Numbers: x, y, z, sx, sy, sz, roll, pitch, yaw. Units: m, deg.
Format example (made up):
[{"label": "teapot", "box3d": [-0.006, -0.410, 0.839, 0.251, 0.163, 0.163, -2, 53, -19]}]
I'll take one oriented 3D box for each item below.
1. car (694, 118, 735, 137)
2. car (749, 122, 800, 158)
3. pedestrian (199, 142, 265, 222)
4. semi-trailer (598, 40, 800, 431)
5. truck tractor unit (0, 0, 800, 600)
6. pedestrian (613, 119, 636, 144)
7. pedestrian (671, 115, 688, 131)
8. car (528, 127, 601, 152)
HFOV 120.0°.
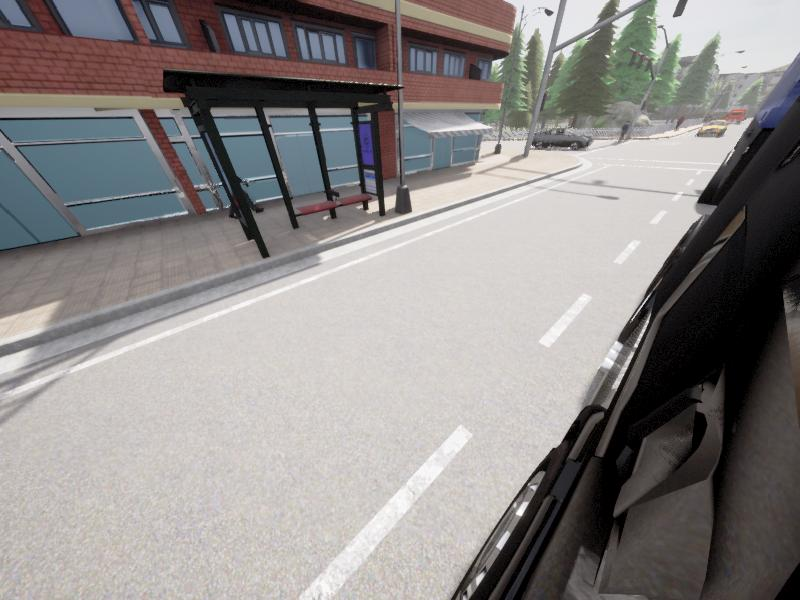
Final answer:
[{"label": "car", "box3d": [35.621, -19.539, 26.165, 5.366, 1.575, 1.801, -27, 43, -29]}, {"label": "car", "box3d": [22.341, -8.598, 12.382, 1.789, 1.549, 3.705, -29, 44, -31]}, {"label": "pedestrian", "box3d": [-4.644, -3.292, 6.486, 0.751, 1.860, 0.751, -28, 44, -30]}, {"label": "semi-trailer", "box3d": [8.692, -3.611, 4.229, 14.254, 4.402, 2.717, -28, 44, -30]}, {"label": "truck tractor unit", "box3d": [2.645, -0.295, 0.351, 6.516, 4.208, 3.053, -28, 44, -30]}, {"label": "pedestrian", "box3d": [21.550, -16.170, 22.206, 0.751, 1.860, 0.751, -26, 43, -28]}, {"label": "pedestrian", "box3d": [41.455, -26.277, 34.266, 0.751, 1.860, 0.751, -28, 44, -30]}, {"label": "car", "box3d": [13.940, -13.852, 19.894, 2.007, 1.525, 4.514, -31, 45, -33]}]
